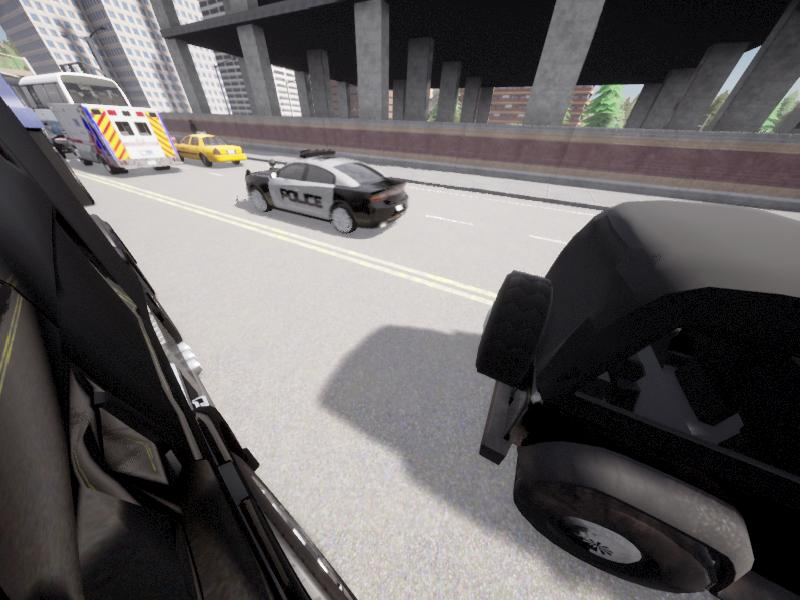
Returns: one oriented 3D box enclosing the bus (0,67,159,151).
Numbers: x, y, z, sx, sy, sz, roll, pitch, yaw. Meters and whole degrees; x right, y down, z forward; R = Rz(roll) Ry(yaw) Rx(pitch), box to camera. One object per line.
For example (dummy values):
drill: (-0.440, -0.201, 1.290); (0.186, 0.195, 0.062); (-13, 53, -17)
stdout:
bus: (-25.391, -14.856, 18.354); (10.273, 4.253, 3.944); (20, 40, 21)

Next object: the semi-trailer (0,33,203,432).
semi-trailer: (-8.779, -3.550, 4.146); (14.254, 4.402, 2.717); (27, 43, 29)

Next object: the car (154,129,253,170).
car: (-11.396, -8.850, 13.442); (5.366, 1.575, 1.801); (20, 40, 21)

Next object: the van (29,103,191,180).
van: (-13.525, -7.570, 10.886); (6.366, 2.431, 2.351); (20, 40, 21)

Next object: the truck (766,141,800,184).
truck: (30.282, -9.467, 16.081); (2.627, 2.467, 5.204); (20, 40, 21)

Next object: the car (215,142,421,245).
car: (-2.262, -3.224, 6.446); (5.238, 1.638, 1.930); (20, 40, 21)

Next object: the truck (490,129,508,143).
truck: (23.506, -38.797, 54.713); (2.615, 2.467, 5.204); (20, 40, 21)

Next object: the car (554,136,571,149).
car: (29.370, -28.525, 41.780); (1.905, 1.878, 3.866); (20, 40, 21)

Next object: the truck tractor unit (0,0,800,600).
truck tractor unit: (-2.645, -0.295, 0.351); (6.516, 4.208, 3.053); (28, 44, 30)

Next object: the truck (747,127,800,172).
truck: (44.682, -16.674, 25.506); (2.891, 3.827, 8.468); (20, 40, 21)

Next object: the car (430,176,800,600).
car: (2.425, 0.737, 1.236); (3.866, 1.878, 1.905); (20, 40, 21)

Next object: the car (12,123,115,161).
car: (-20.213, -9.584, 13.922); (4.902, 1.511, 2.128); (20, 40, 21)

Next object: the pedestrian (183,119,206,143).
pedestrian: (-19.919, -16.351, 22.406); (0.751, 1.860, 0.751); (19, 40, 20)

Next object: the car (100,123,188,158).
car: (-17.606, -11.106, 15.990); (4.611, 1.667, 2.242); (20, 40, 21)

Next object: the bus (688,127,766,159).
bus: (60.431, -29.556, 43.376); (3.944, 4.253, 10.273); (20, 40, 21)

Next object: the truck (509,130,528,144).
truck: (27.283, -37.440, 53.139); (2.615, 2.467, 5.204); (20, 40, 21)

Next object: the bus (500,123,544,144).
bus: (35.118, -48.142, 66.724); (10.273, 4.253, 3.944); (20, 40, 21)

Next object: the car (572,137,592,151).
car: (31.946, -27.599, 40.705); (1.905, 1.878, 3.866); (20, 40, 21)
